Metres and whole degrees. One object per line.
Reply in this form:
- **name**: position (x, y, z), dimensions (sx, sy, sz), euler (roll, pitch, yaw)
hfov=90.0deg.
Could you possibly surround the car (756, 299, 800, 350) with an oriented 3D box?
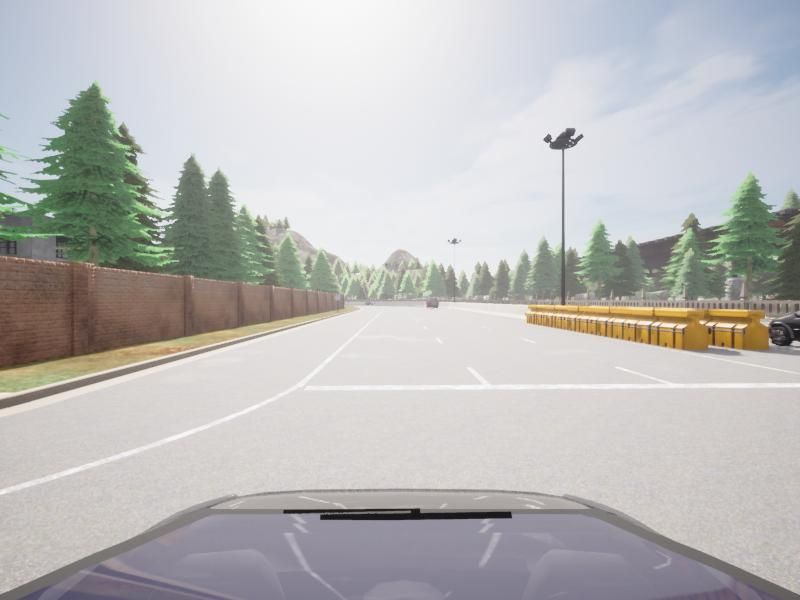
- **car**: position (13.782, 0.788, 12.426), dimensions (1.851, 1.617, 3.988), euler (0, 0, 0)

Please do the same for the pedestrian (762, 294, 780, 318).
- **pedestrian**: position (29.071, 0.485, 31.337), dimensions (0.751, 1.860, 0.751), euler (0, 0, -1)

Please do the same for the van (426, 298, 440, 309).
- **van**: position (5.774, 0.598, 70.714), dimensions (1.775, 1.987, 4.442), euler (0, 0, -3)
